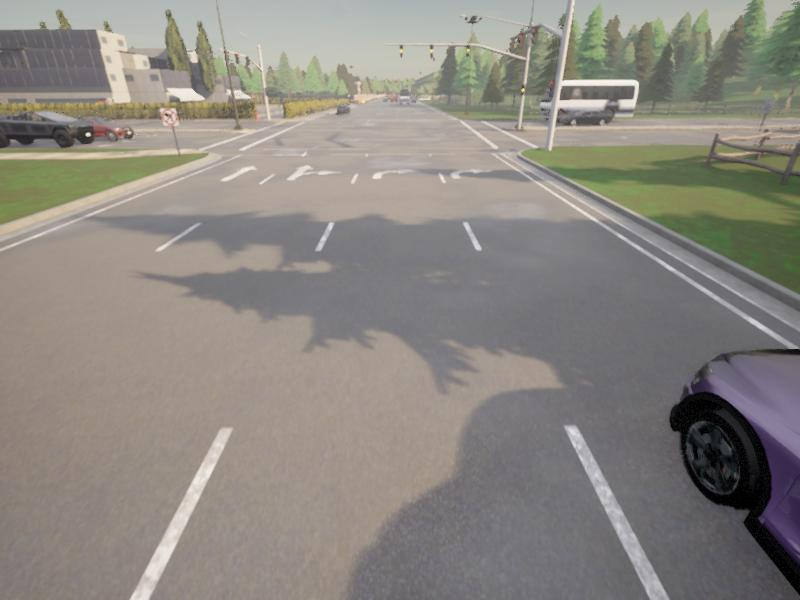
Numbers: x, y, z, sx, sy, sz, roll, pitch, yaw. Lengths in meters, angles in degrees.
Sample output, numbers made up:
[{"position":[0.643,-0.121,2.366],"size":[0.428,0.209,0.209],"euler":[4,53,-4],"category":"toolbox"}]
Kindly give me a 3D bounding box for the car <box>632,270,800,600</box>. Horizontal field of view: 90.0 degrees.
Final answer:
[{"position":[3.494,1.582,1.730],"size":[2.033,1.649,4.856],"euler":[0,27,0],"category":"car"}]

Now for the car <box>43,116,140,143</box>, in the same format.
[{"position":[-22.426,-12.542,29.305],"size":[5.027,1.651,2.152],"euler":[-1,27,-1],"category":"car"}]

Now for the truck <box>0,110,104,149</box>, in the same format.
[{"position":[-23.559,-11.134,26.071],"size":[6.274,2.098,2.390],"euler":[-1,27,-1],"category":"truck"}]

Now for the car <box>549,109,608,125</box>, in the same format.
[{"position":[19.203,-19.785,43.200],"size":[5.357,1.411,2.033],"euler":[-1,27,-1],"category":"car"}]

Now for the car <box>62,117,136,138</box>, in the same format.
[{"position":[-24.289,-14.016,32.450],"size":[4.181,1.385,1.994],"euler":[-1,27,-1],"category":"car"}]

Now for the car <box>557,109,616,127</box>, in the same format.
[{"position":[18.576,-18.216,40.058],"size":[4.892,1.490,1.837],"euler":[-1,27,-1],"category":"car"}]

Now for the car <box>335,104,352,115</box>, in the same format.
[{"position":[-9.104,-31.004,65.039],"size":[2.128,1.511,4.902],"euler":[0,27,0],"category":"car"}]

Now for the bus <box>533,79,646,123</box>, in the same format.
[{"position":[21.218,-22.627,45.570],"size":[10.273,4.253,3.944],"euler":[-1,27,-1],"category":"bus"}]
